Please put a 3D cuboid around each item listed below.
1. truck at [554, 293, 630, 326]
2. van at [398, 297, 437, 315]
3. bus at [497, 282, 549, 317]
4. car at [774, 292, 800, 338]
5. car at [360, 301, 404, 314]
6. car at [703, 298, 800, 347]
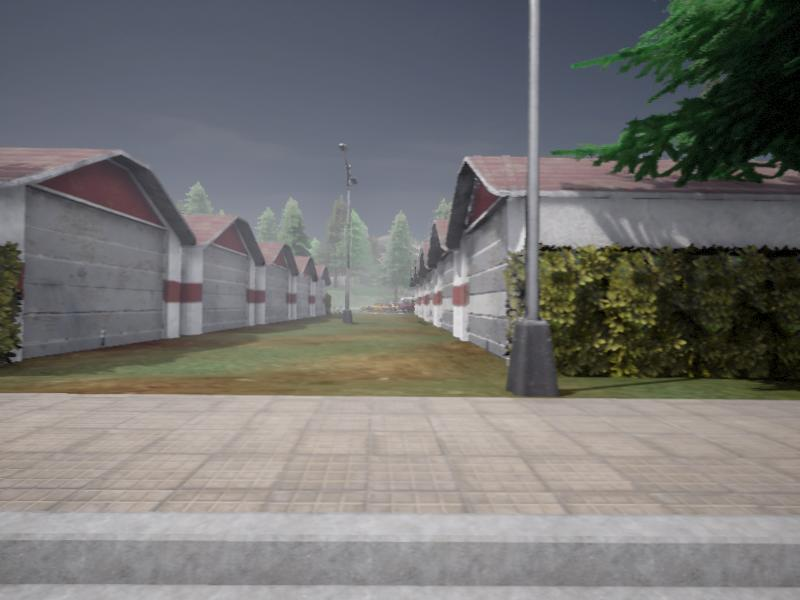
[{"bbox_3d":[13.494,0.610,28.783,2.390,2.098,6.274,1,0,0],"label":"truck"},{"bbox_3d":[1.969,0.688,46.299,4.480,2.038,2.069,0,-1,0],"label":"van"},{"bbox_3d":[16.664,-0.123,55.245,3.944,4.253,10.273,1,1,0],"label":"bus"},{"bbox_3d":[17.106,0.601,15.304,1.905,1.878,3.866,1,-2,0],"label":"car"},{"bbox_3d":[-2.215,0.905,49.791,5.366,1.575,1.801,1,-1,0],"label":"car"},{"bbox_3d":[13.612,0.735,14.365,2.007,1.525,4.514,1,-1,0],"label":"car"}]
